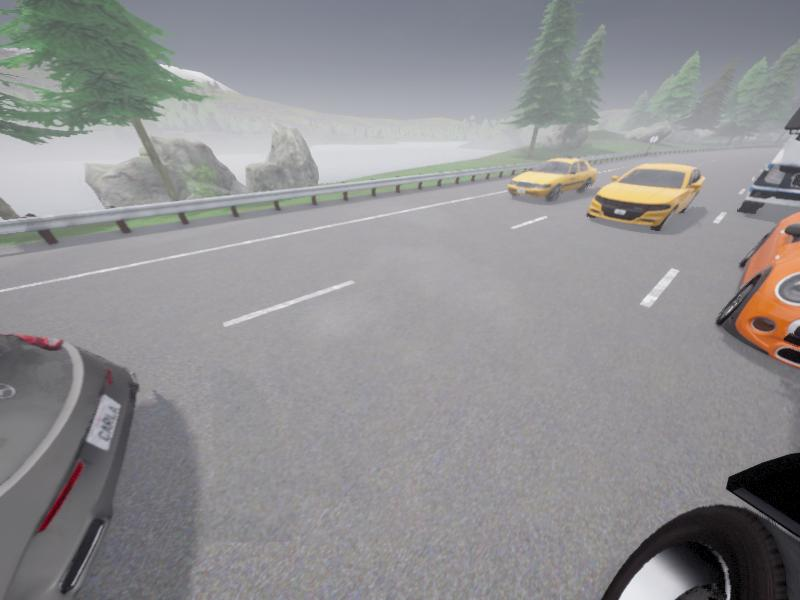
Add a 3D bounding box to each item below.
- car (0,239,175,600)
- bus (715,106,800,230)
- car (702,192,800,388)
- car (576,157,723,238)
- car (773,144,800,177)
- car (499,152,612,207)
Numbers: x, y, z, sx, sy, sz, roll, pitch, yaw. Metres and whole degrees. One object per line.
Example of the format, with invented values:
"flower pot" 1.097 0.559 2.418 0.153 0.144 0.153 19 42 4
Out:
"car" -4.044 1.566 0.314 5.027 1.651 2.152 -23 41 -29
"bus" 15.872 -5.353 7.667 10.273 4.253 3.944 -23 41 -29
"car" 6.348 -0.398 2.858 4.553 1.767 2.097 -23 41 -28
"car" 8.265 -3.604 7.608 5.008 1.535 1.882 -24 41 -29
"car" 28.049 -9.510 15.691 4.611 1.667 2.242 -23 41 -28
"car" 7.071 -5.613 10.424 5.366 1.575 1.801 -23 41 -28
